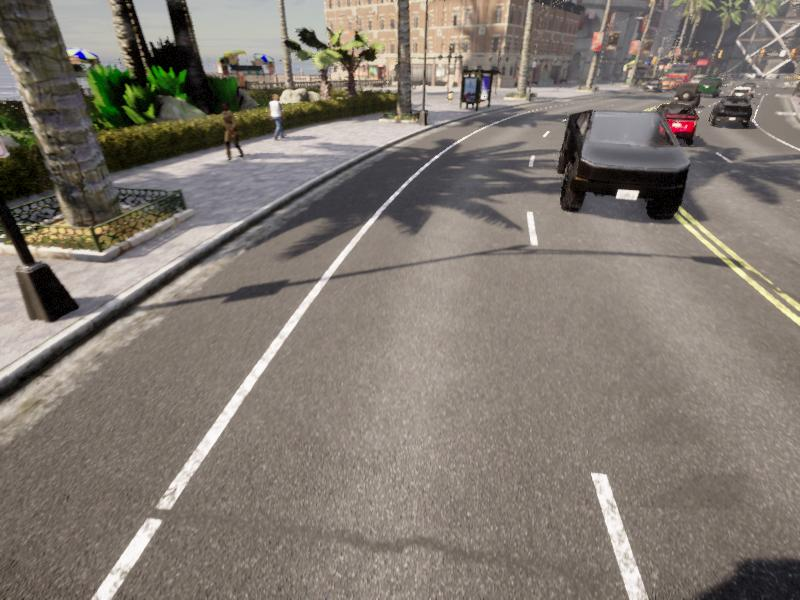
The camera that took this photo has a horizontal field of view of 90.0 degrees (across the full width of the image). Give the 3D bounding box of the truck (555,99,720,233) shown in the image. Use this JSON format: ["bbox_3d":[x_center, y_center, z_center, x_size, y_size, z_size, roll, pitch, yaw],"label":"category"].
[{"bbox_3d":[5.742,-4.030,10.862,2.390,2.098,6.274,9,32,15],"label":"truck"}]

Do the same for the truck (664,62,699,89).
[{"bbox_3d":[48.746,-38.921,69.242,2.891,3.827,8.468,23,37,33],"label":"truck"}]

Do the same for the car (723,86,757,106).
[{"bbox_3d":[32.485,-19.485,38.208,1.970,1.475,3.806,23,37,33],"label":"car"}]

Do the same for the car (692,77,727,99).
[{"bbox_3d":[36.656,-25.133,47.331,2.150,2.045,5.566,24,38,34],"label":"car"}]

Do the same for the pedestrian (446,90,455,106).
[{"bbox_3d":[4.140,-16.695,33.057,0.500,1.100,0.500,20,36,30],"label":"pedestrian"}]

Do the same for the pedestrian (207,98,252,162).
[{"bbox_3d":[-5.665,-5.665,13.366,0.751,1.860,0.751,8,31,13],"label":"pedestrian"}]

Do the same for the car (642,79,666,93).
[{"bbox_3d":[35.183,-29.612,55.413,1.789,1.549,3.705,23,37,33],"label":"car"}]

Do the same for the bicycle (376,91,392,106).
[{"bbox_3d":[-1.297,-16.794,33.291,0.373,1.024,1.643,22,37,32],"label":"bicycle"}]

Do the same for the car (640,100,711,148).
[{"bbox_3d":[13.101,-8.614,19.347,2.007,1.525,4.514,13,33,21],"label":"car"}]

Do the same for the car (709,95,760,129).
[{"bbox_3d":[20.691,-11.809,24.936,1.837,1.490,4.892,18,35,28],"label":"car"}]

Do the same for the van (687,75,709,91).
[{"bbox_3d":[46.732,-34.084,62.791,1.775,1.987,4.442,23,37,33],"label":"van"}]

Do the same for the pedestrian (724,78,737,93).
[{"bbox_3d":[45.867,-29.769,55.504,0.751,1.860,0.751,26,39,36],"label":"pedestrian"}]

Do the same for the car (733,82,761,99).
[{"bbox_3d":[40.610,-24.548,46.827,1.851,1.617,3.988,23,37,33],"label":"car"}]

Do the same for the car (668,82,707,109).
[{"bbox_3d":[25.285,-18.003,35.167,1.905,1.878,3.866,22,37,32],"label":"car"}]

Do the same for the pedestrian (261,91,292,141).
[{"bbox_3d":[-5.271,-7.891,17.165,0.751,1.860,0.751,11,32,17],"label":"pedestrian"}]

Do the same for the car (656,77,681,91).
[{"bbox_3d":[42.060,-33.931,62.660,2.097,1.767,4.553,23,37,33],"label":"car"}]
